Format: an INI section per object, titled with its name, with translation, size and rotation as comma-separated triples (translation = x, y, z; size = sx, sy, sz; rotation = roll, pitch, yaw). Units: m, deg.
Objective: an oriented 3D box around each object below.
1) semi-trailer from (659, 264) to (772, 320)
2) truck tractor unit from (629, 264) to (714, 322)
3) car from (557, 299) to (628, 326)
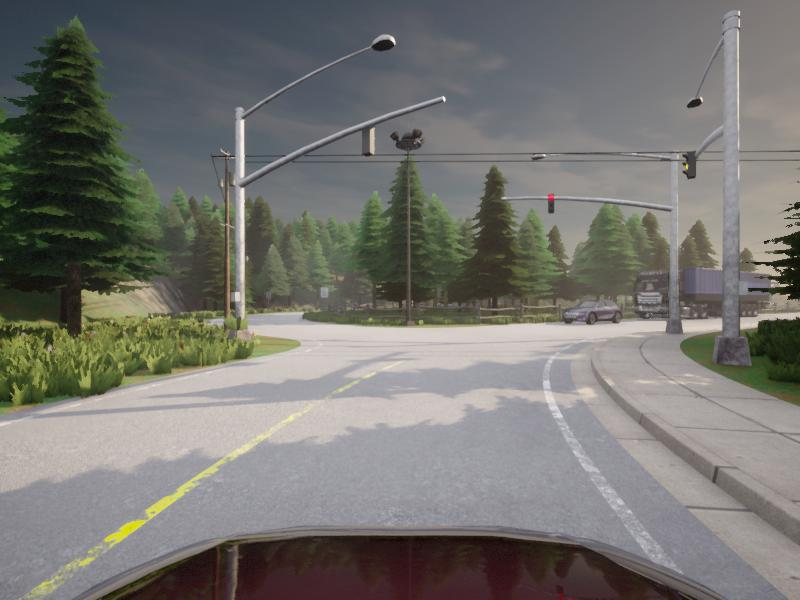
[semi-trailer]
translation = 28.675, -0.619, 35.936
size = 14.254, 4.402, 2.717
rotation = 0, 0, -29
[truck tractor unit]
translation = 21.779, -0.497, 32.040
size = 6.516, 4.208, 3.053
rotation = 0, 0, -29
[car]
translation = 13.015, 0.778, 26.981
size = 4.856, 1.649, 2.033
rotation = 0, 0, -31
